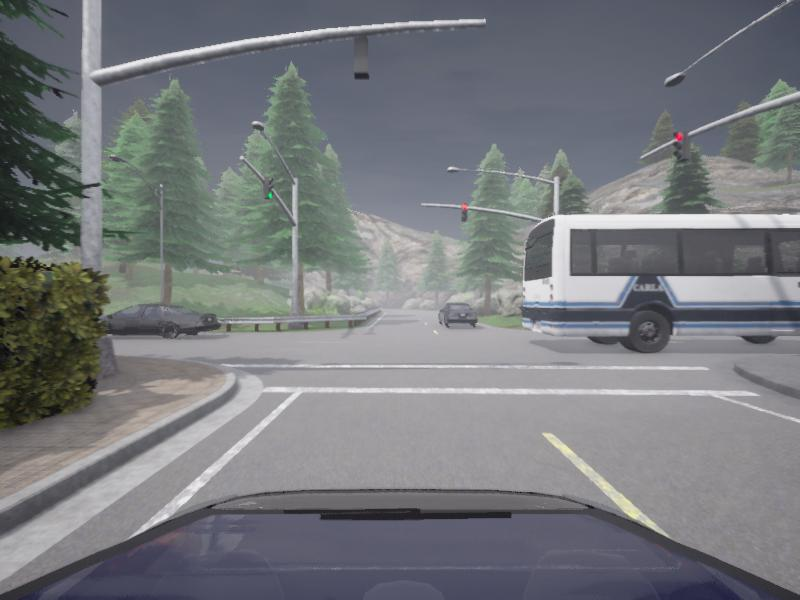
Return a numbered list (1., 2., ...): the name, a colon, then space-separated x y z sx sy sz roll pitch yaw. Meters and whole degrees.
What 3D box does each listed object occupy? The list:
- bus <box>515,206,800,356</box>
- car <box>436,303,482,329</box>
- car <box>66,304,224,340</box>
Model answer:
1. bus: 9.512 -0.541 13.313 10.273 4.253 3.944 0 0 0
2. car: 3.505 0.906 24.826 2.033 1.411 5.357 0 0 0
3. car: -10.530 0.888 16.843 5.357 1.411 2.033 0 0 0
